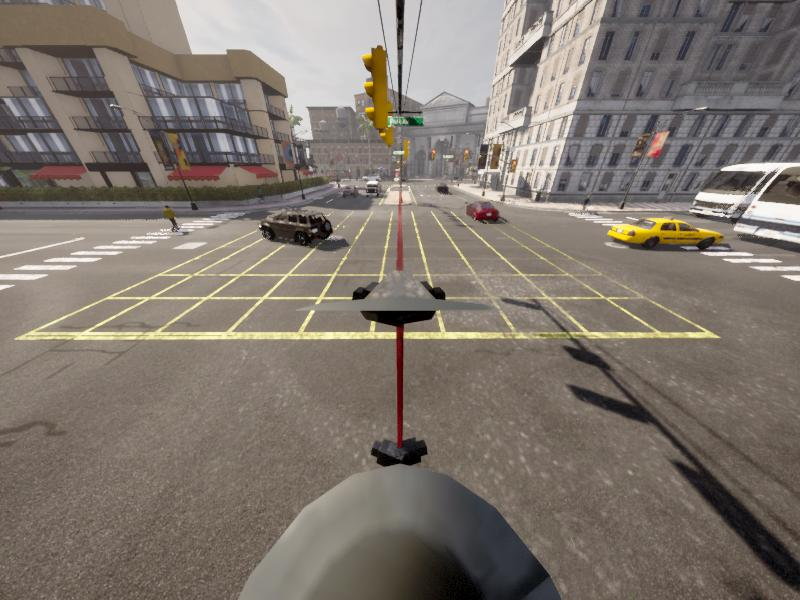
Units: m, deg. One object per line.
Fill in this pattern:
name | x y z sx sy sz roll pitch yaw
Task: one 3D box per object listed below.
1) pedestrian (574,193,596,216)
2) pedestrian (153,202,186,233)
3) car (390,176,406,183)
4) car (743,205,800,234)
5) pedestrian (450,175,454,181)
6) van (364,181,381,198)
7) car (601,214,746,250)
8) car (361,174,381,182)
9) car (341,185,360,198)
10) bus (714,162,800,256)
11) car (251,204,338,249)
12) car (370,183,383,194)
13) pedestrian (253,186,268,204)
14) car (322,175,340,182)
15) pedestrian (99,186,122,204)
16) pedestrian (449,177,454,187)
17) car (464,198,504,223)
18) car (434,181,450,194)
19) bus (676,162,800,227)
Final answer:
pedestrian | 17.111 -8.826 21.384 0.751 1.860 0.751 1 30 1
pedestrian | -15.855 -5.689 15.950 0.751 1.860 0.751 -5 30 -9
car | -0.582 -35.008 67.110 2.038 1.542 4.974 -22 36 -33
car | 27.911 -5.678 16.234 3.988 1.617 1.851 0 30 0
pedestrian | 16.091 -37.963 71.850 0.751 1.860 0.751 0 30 0
van | -4.179 -17.084 35.556 2.069 2.038 4.480 0 30 0
car | 15.315 -3.961 13.285 5.366 1.575 1.801 2 30 3
car | -8.593 -36.735 69.590 5.566 2.045 2.150 1 30 0
car | -7.682 -17.137 36.245 1.812 1.442 4.674 0 30 0
bus | 26.091 -5.128 12.645 10.273 4.253 3.944 0 30 0
car | -6.386 -4.598 14.096 4.605 1.855 1.932 14 33 21
car | -4.167 -20.061 41.308 1.812 1.442 4.674 0 30 0
pedestrian | -16.377 -12.329 27.146 0.751 1.860 0.751 15 33 24
car | -20.903 -36.729 69.752 4.605 1.855 1.932 1 30 0
pedestrian | -33.873 -12.261 27.029 0.751 1.860 0.751 -1 30 -2
pedestrian | 11.836 -27.134 53.095 0.751 1.860 0.751 -3 30 -5
car | 7.268 -8.030 20.544 1.994 1.385 4.181 0 30 0
car | 7.331 -19.887 40.809 1.930 1.638 5.238 0 30 0
bus | 30.518 -8.511 18.504 10.273 4.253 3.944 0 30 0
